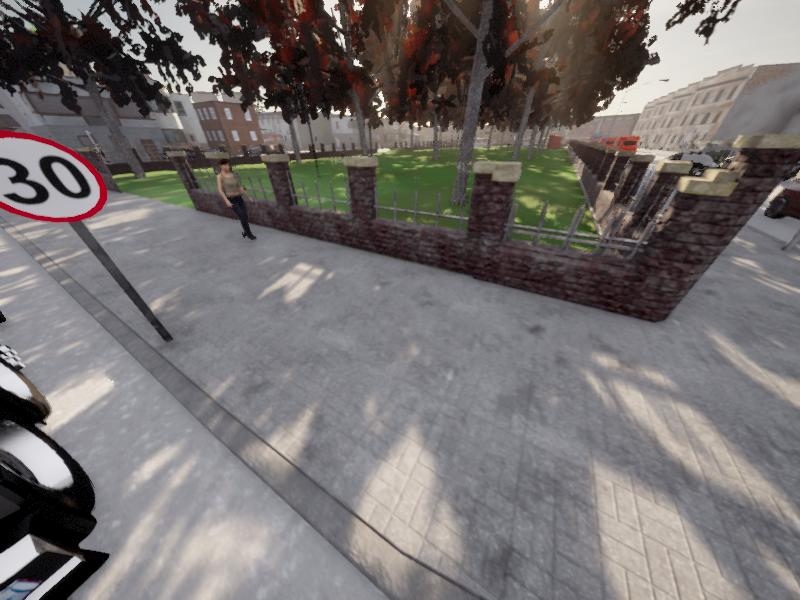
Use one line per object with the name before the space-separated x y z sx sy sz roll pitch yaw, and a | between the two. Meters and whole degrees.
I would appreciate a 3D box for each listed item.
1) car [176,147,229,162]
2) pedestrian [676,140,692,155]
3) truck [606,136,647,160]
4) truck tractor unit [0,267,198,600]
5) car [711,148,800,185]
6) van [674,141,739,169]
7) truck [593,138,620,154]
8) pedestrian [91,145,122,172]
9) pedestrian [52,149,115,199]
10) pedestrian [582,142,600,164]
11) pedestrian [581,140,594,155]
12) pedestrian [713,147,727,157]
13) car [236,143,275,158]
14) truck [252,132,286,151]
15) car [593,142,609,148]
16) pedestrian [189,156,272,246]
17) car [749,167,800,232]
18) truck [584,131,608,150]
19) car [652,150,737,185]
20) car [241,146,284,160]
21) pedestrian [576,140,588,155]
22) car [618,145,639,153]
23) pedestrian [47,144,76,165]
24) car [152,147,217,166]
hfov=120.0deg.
car | -26.678 -19.845 31.407 2.128 1.511 4.902 18 39 24
pedestrian | 43.402 -23.369 35.341 0.751 1.860 0.751 27 43 34
truck | 30.890 -21.023 31.736 2.627 2.467 5.204 19 40 25
truck tractor unit | -5.115 -0.298 0.768 6.516 4.208 3.053 18 39 24
car | 23.601 -8.902 15.159 2.033 1.649 4.856 18 39 24
van | 28.082 -13.496 21.406 1.775 1.987 4.442 18 39 24
truck | 40.090 -30.055 45.045 2.627 2.467 5.204 18 39 24
pedestrian | -24.513 -11.824 19.339 0.751 1.860 0.751 21 40 27
pedestrian | -14.168 -5.665 10.404 0.751 1.860 0.751 15 38 21
pedestrian | 19.561 -15.141 23.726 0.751 1.860 0.751 19 39 26
pedestrian | 28.173 -22.848 34.722 0.751 1.860 0.751 11 36 16
pedestrian | 44.207 -20.459 31.906 0.500 1.100 0.500 1 35 1
car | -22.686 -23.609 36.458 1.932 1.855 4.605 20 40 27
truck | -35.033 -42.359 61.789 8.468 3.827 2.891 17 39 24
car | 62.678 -48.363 72.013 1.816 1.474 4.193 4 35 6
pedestrian | -3.962 -2.365 5.578 0.751 1.860 0.751 12 37 17
car | 12.644 -2.484 6.196 1.812 1.442 4.674 18 39 25
truck | 51.691 -42.182 61.157 2.891 3.827 8.468 18 39 24
car | 19.100 -8.955 15.354 1.882 1.535 5.008 18 39 25
car | -20.010 -21.616 33.893 2.128 1.511 4.902 16 38 22
pedestrian | 27.643 -23.167 35.184 0.751 1.860 0.751 25 42 32
car | 44.767 -29.713 45.385 1.895 1.301 4.718 18 39 24
pedestrian | -36.353 -15.586 24.826 0.751 1.860 0.751 -16 38 -21
car | -24.876 -16.807 26.925 2.033 1.649 4.856 16 38 23
